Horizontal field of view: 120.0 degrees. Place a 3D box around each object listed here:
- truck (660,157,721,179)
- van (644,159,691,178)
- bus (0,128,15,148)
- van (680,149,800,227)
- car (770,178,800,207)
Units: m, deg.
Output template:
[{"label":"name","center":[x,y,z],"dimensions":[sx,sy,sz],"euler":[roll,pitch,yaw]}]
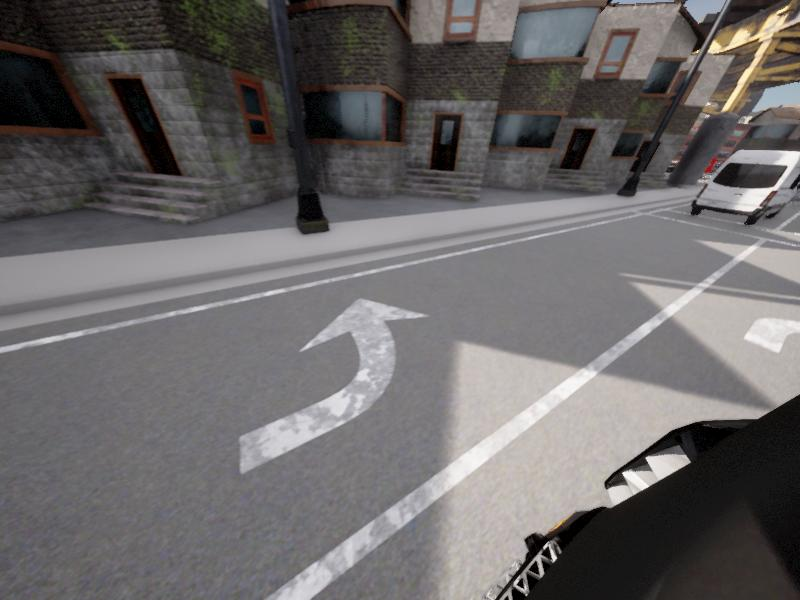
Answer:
[{"label":"truck","center":[42.490,-19.551,34.080],"dimensions":[2.627,2.467,5.204],"euler":[11,35,11]},{"label":"van","center":[38.721,-19.227,33.698],"dimensions":[2.069,2.038,4.480],"euler":[11,35,11]},{"label":"bus","center":[-36.579,-12.480,15.114],"dimensions":[3.944,4.253,10.273],"euler":[10,36,11]},{"label":"van","center":[16.042,-5.092,10.426],"dimensions":[5.915,2.561,1.988],"euler":[-14,37,-25]},{"label":"car","center":[26.896,-7.009,15.027],"dimensions":[3.633,1.501,1.845],"euler":[-12,37,-21]}]
